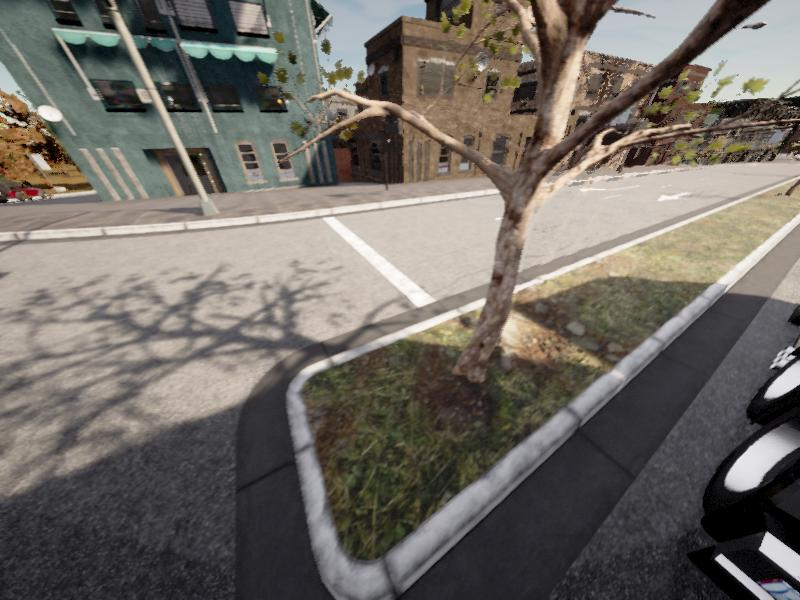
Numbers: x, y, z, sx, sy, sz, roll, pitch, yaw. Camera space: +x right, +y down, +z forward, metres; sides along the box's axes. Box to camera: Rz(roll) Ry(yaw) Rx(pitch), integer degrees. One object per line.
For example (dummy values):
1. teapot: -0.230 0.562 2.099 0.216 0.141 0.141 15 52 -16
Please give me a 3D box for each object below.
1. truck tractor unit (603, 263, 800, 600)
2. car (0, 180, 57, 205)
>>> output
1. truck tractor unit: 5.113 -0.297 0.803 6.516 4.208 3.053 -18 38 -24
2. car: -38.781 -10.994 23.520 1.905 1.878 3.866 -12 31 -14
